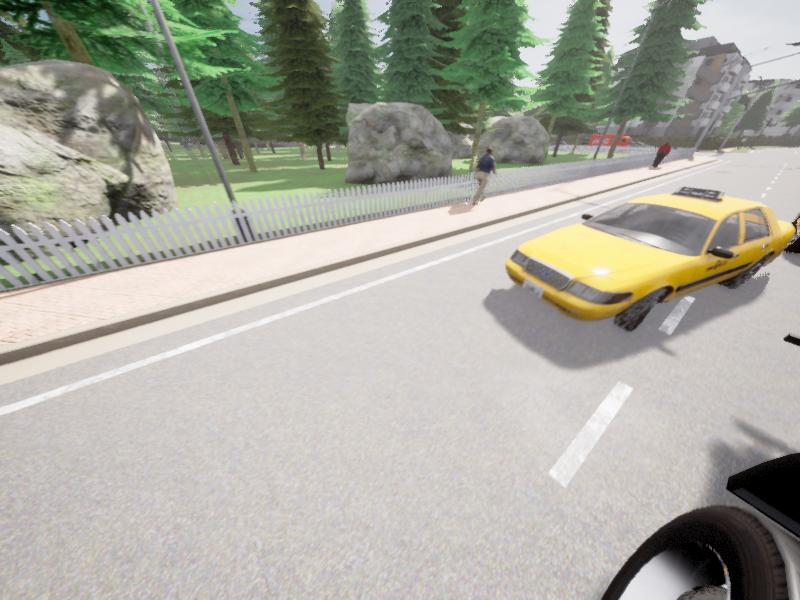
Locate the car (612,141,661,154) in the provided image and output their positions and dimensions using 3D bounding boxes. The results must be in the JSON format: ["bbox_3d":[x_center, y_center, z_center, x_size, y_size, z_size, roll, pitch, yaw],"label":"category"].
[{"bbox_3d":[37.393,-24.281,36.709,2.128,1.511,4.902,-21,40,-26],"label":"car"}]

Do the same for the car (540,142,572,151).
[{"bbox_3d":[30.482,-30.203,45.353,1.895,1.301,4.718,-21,40,-27],"label":"car"}]

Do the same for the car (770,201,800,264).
[{"bbox_3d":[10.949,-1.866,5.174,4.792,1.488,2.163,-22,41,-28],"label":"car"}]

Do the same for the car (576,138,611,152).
[{"bbox_3d":[34.045,-27.344,40.752,1.905,1.878,3.866,-21,40,-27],"label":"car"}]

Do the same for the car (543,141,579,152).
[{"bbox_3d":[29.066,-27.852,41.858,1.837,1.490,4.892,-21,40,-27],"label":"car"}]

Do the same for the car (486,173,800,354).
[{"bbox_3d":[4.416,-1.027,3.954,5.366,1.575,1.801,-13,37,-17],"label":"car"}]

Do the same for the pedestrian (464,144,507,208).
[{"bbox_3d":[2.965,-4.368,8.157,0.751,1.860,0.751,-22,41,-28],"label":"pedestrian"}]

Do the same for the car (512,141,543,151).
[{"bbox_3d":[25.453,-30.993,46.344,1.837,1.490,4.892,-21,40,-27],"label":"car"}]

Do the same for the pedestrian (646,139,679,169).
[{"bbox_3d":[19.648,-10.940,17.336,0.751,1.860,0.751,-22,41,-28],"label":"pedestrian"}]

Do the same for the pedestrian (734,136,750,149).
[{"bbox_3d":[63.485,-29.194,42.844,0.751,1.860,0.751,-19,39,-24],"label":"pedestrian"}]

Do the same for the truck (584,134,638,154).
[{"bbox_3d":[33.116,-24.728,36.548,2.627,2.467,5.204,-21,40,-27],"label":"truck"}]

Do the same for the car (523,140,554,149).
[{"bbox_3d":[30.278,-34.158,50.716,1.801,1.575,5.366,-21,40,-27],"label":"car"}]
